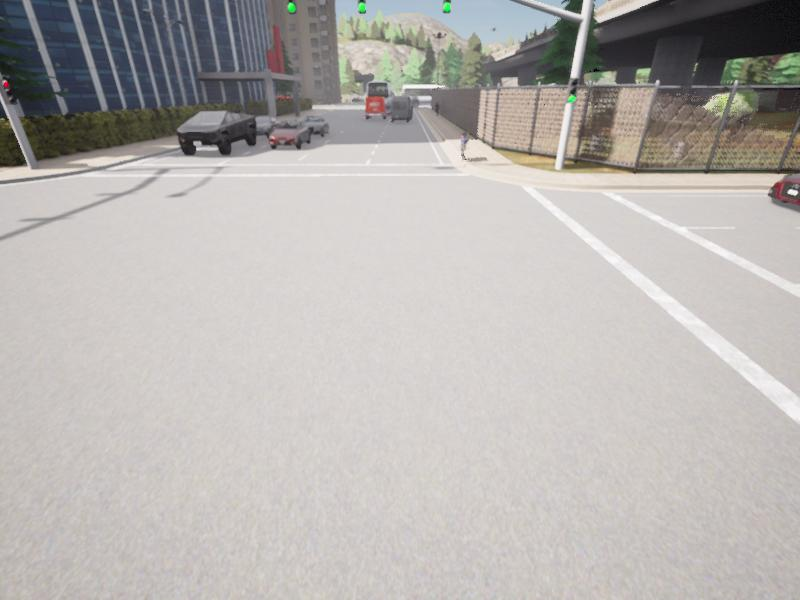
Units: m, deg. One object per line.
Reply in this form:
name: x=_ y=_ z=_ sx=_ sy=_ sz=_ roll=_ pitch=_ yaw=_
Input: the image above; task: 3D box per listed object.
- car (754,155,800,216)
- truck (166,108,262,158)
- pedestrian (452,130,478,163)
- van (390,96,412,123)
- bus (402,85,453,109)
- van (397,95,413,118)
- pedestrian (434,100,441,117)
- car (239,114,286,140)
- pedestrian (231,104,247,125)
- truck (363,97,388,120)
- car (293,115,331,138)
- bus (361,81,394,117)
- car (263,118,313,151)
car: x=13.133 y=-3.216 z=11.254 sx=4.181 sy=1.385 sz=1.994 roll=0 pitch=27 yaw=0
truck: x=-10.236 y=-9.674 z=22.869 sx=2.390 sy=2.098 sz=6.274 roll=0 pitch=27 yaw=1
pedestrian: x=2.919 y=-6.911 z=17.975 sx=0.751 sy=1.300 sz=0.751 roll=-21 pitch=34 yaw=-34
van: x=0.216 y=-21.591 z=45.238 sx=1.988 sy=2.561 sz=5.915 roll=2 pitch=28 yaw=4
bus: x=5.498 y=-42.103 z=82.875 sx=10.273 sy=4.253 sz=3.944 roll=0 pitch=27 yaw=1
van: x=0.603 y=-25.759 z=53.243 sx=1.988 sy=2.561 sz=5.915 roll=0 pitch=28 yaw=1
pedestrian: x=4.748 y=-24.397 z=50.956 sx=0.751 sy=1.860 sz=0.751 roll=1 pitch=28 yaw=3
car: x=-10.157 y=-13.012 z=29.992 sx=1.812 sy=1.442 sz=4.674 roll=0 pitch=27 yaw=0
pedestrian: x=-15.411 y=-17.769 z=38.324 sx=0.751 sy=1.860 sz=0.751 roll=5 pitch=28 yaw=9
truck: x=-2.944 y=-23.641 z=49.259 sx=2.627 sy=2.467 sz=5.204 roll=0 pitch=27 yaw=1
car: x=-6.657 y=-13.402 z=30.805 sx=1.994 sy=1.385 sz=4.181 roll=0 pitch=27 yaw=0
bus: x=-2.974 y=-28.857 z=57.357 sx=3.944 sy=4.253 sz=10.273 roll=0 pitch=27 yaw=1
car: x=-6.716 y=-10.218 z=24.572 sx=1.816 sy=1.474 sz=4.193 roll=0 pitch=27 yaw=0
